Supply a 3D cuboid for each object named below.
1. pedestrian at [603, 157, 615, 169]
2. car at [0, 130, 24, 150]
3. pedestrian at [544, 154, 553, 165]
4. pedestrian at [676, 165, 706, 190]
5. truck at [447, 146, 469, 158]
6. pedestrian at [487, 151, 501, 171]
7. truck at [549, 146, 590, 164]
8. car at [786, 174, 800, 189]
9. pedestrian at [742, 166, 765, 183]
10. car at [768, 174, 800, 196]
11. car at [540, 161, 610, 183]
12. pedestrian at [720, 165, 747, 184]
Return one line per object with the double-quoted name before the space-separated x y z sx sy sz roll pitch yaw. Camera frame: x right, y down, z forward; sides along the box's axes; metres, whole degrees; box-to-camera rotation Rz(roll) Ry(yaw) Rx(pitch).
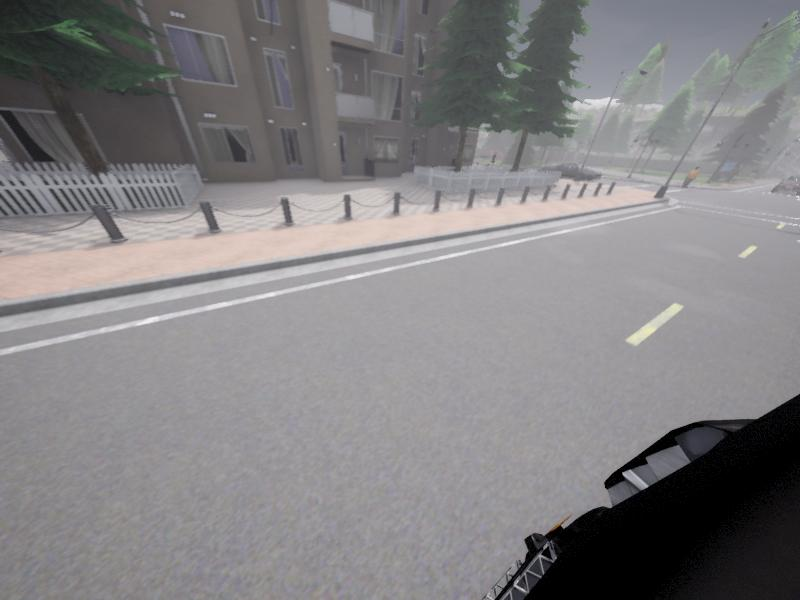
"pedestrian" 38.738 -25.342 42.799 0.751 1.860 0.751 14 35 16
"car" -39.709 -15.249 21.932 2.038 1.542 4.974 -15 38 -25
"pedestrian" 29.499 -27.920 45.874 0.751 1.860 0.751 5 34 2
"pedestrian" 25.232 -10.621 20.055 0.751 1.860 0.751 -18 39 -28
"truck" 16.475 -42.327 66.008 5.204 2.467 2.627 -15 38 -25
"pedestrian" 10.680 -15.865 26.372 0.751 1.860 0.751 -7 35 -14
"truck" 48.163 -41.277 65.825 8.468 3.827 2.891 24 39 28
"car" 50.093 -14.586 28.389 3.806 1.475 1.970 -16 38 -26
"pedestrian" 45.685 -16.282 29.890 0.751 1.860 0.751 -25 43 -35
"car" 37.120 -10.886 21.754 3.705 1.549 1.789 -16 38 -26
"car" 17.884 -13.382 24.004 2.033 1.411 5.357 -16 38 -26
"pedestrian" 37.552 -14.144 26.043 0.751 1.860 0.751 -9 36 -18
